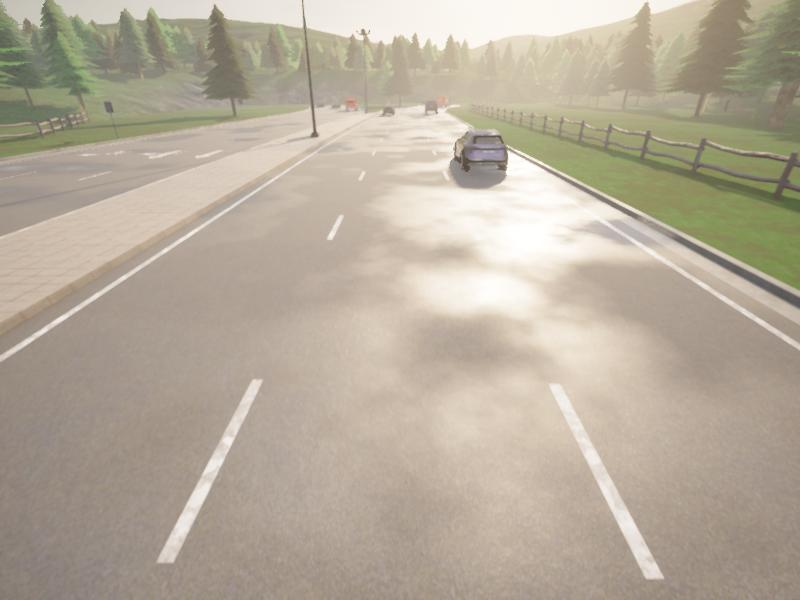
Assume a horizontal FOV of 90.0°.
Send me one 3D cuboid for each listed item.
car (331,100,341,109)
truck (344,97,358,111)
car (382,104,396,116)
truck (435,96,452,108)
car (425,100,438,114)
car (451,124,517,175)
[{"bbox_3d":[-15.136,-46.436,95.078,2.097,1.767,4.553,-4,27,-7],"label":"car"},{"bbox_3d":[-10.026,-40.360,82.450,2.627,2.467,5.204,-2,27,-4],"label":"truck"},{"bbox_3d":[-1.750,-30.937,65.080,1.837,1.490,4.892,1,27,2],"label":"car"},{"bbox_3d":[10.689,-48.500,97.936,2.627,2.467,5.204,11,29,21],"label":"truck"},{"bbox_3d":[5.410,-33.264,68.903,2.150,2.045,5.566,1,27,3],"label":"car"},{"bbox_3d":[3.682,-7.061,18.490,2.033,1.649,4.856,0,27,1],"label":"car"}]
